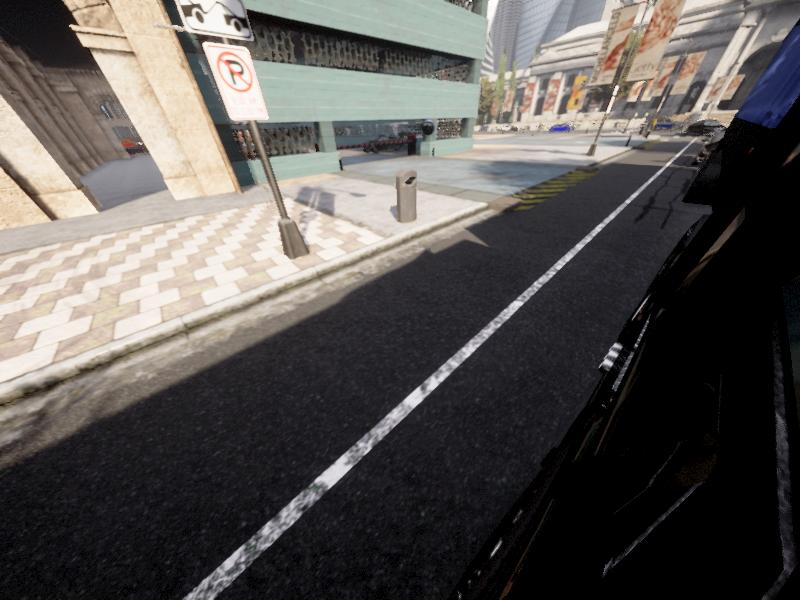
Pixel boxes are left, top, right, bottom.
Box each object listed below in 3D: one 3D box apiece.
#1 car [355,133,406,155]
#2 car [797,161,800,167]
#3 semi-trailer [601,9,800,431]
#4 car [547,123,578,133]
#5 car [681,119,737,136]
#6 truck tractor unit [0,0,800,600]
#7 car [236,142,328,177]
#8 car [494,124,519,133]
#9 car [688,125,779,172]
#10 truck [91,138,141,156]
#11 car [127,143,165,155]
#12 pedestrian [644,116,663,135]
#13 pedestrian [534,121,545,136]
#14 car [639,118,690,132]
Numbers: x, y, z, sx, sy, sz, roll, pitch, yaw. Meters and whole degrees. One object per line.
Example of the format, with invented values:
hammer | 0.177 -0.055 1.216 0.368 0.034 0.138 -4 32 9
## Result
car | -1.896 -16.189 23.897 4.902 1.511 2.128 -30 45 -32
car | 17.967 -5.844 8.727 4.605 1.855 1.932 -30 44 -32
semi-trailer | 8.540 -3.713 4.370 14.254 4.402 2.717 -30 45 -31
car | 31.594 -33.466 45.014 1.816 1.474 4.193 -30 45 -31
car | 36.162 -20.365 27.279 1.812 1.442 4.674 11 39 17
truck tractor unit | 2.645 -0.295 0.351 6.516 4.208 3.053 -28 44 -30
car | -7.648 -9.458 15.358 4.786 1.482 2.161 -30 45 -32
car | 26.620 -42.865 57.768 2.038 1.542 4.974 -30 44 -31
car | 16.570 -7.726 11.639 4.892 1.490 1.837 -31 45 -31
truck | -52.447 -28.431 42.858 5.204 2.467 2.627 -30 45 -32
car | -47.236 -28.197 43.067 4.674 1.442 1.812 -30 45 -32
pedestrian | 30.745 -21.136 28.013 0.751 1.860 0.751 -31 45 -32
pedestrian | 22.029 -27.074 36.489 0.751 1.860 0.751 -23 41 -24
car | 41.311 -27.404 36.173 2.033 1.649 4.856 -30 46 -31
